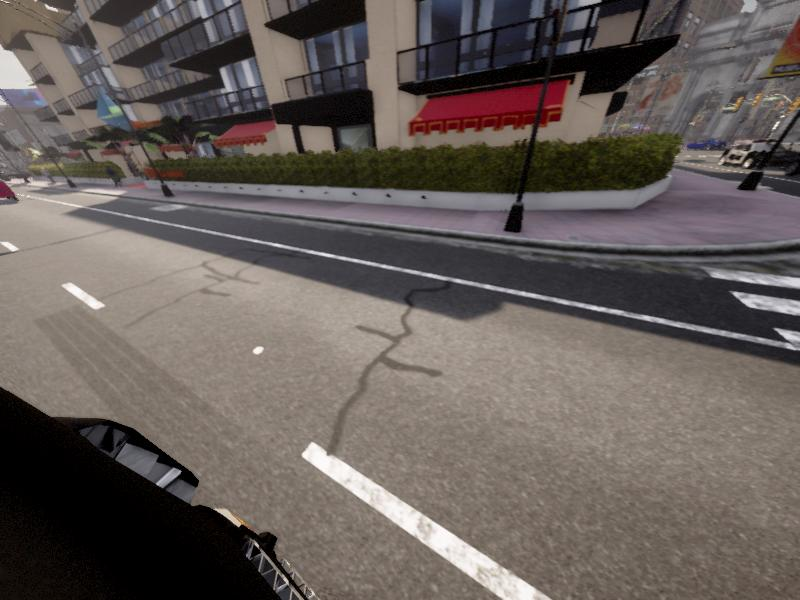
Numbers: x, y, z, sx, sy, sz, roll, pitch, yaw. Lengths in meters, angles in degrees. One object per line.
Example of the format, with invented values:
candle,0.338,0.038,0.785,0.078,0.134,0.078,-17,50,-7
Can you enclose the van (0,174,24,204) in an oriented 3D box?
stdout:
van,-29.918,-8.105,16.585,4.442,1.987,1.775,14,37,24

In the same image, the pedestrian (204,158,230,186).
pedestrian,-14.521,-10.160,18.376,0.751,1.860,0.751,15,37,24

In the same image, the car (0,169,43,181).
car,-72.117,-23.583,43.493,2.163,1.488,4.792,0,34,4

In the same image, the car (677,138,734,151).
car,44.739,-22.888,34.042,1.812,1.442,4.674,-6,34,-5

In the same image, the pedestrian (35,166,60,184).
pedestrian,-41.869,-14.869,27.469,0.751,1.860,0.751,16,38,26

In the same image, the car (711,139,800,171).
car,24.731,-10.064,15.917,1.930,1.638,5.238,15,37,24

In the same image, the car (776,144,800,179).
car,21.585,-6.636,11.111,1.970,1.475,3.806,15,37,24

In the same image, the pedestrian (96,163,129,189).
pedestrian,-24.736,-10.695,19.922,0.751,1.860,0.751,4,34,10

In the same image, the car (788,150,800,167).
car,27.520,-9.045,13.960,1.932,1.855,4.605,15,37,24
